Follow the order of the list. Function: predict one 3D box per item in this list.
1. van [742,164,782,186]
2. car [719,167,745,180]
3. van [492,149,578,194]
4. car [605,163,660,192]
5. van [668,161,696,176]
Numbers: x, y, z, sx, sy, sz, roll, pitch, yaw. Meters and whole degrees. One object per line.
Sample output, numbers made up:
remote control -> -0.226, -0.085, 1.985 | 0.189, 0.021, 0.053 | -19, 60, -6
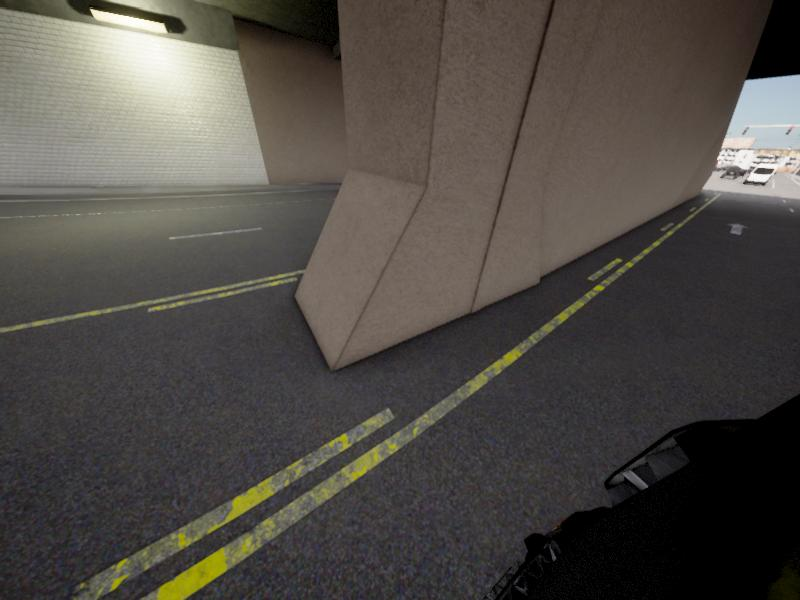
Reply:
van -> 52.420, -18.192, 33.479 | 5.915, 2.561, 1.988 | -20, 40, -30
car -> 62.892, -24.003, 43.717 | 3.866, 1.878, 1.905 | -20, 40, -30
van -> 10.065, -9.598, 17.142 | 6.366, 2.431, 2.351 | -21, 40, -31
car -> 20.612, -10.929, 20.498 | 4.605, 1.855, 1.932 | -22, 41, -30
van -> 59.710, -27.905, 48.882 | 6.366, 2.431, 2.351 | -20, 40, -31
